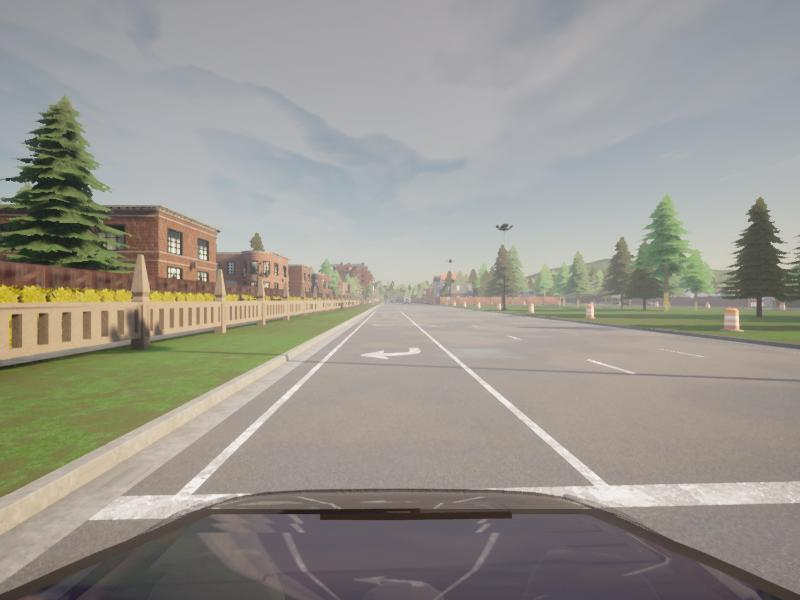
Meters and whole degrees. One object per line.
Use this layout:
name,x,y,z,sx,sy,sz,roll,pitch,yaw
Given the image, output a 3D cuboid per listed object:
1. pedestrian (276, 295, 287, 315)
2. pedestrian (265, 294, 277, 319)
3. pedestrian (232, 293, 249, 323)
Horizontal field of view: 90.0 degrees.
pedestrian,-11.082,0.485,37.408,0.751,1.860,0.751,0,0,-3
pedestrian,-9.965,0.485,30.951,0.751,1.860,0.751,0,0,-3
pedestrian,-9.848,0.485,24.716,0.751,1.860,0.751,0,0,0
